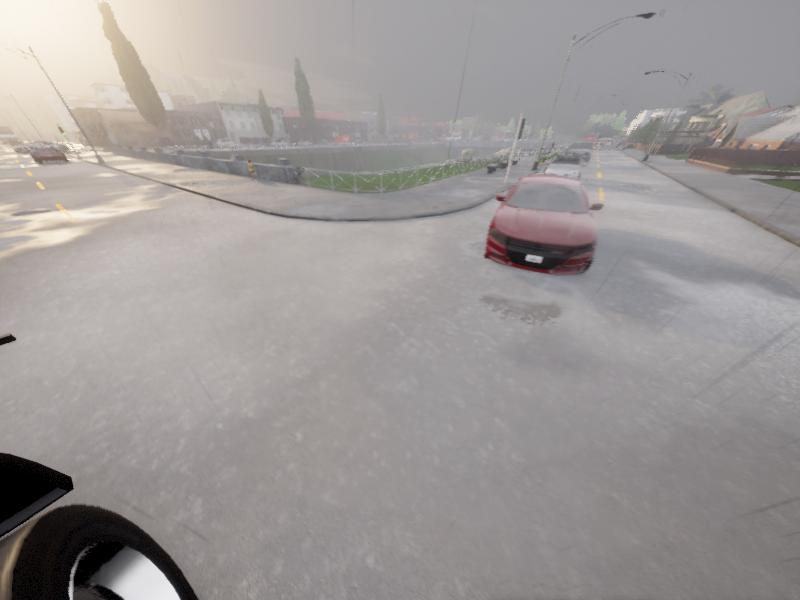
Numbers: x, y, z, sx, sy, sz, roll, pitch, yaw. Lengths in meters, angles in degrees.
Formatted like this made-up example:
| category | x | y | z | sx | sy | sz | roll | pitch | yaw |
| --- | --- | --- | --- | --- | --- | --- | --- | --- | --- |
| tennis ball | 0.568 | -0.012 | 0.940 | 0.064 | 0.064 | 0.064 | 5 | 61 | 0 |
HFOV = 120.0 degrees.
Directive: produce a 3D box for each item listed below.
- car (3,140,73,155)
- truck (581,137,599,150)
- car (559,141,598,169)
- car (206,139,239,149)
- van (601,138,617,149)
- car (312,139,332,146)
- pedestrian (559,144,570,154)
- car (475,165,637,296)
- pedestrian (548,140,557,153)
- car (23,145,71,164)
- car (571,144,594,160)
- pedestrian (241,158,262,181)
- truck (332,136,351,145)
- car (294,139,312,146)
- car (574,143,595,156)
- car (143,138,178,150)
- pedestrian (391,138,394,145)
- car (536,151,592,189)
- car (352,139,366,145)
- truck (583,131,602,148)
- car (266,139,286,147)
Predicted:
| category | x | y | z | sx | sy | sz | roll | pitch | yaw |
| --- | --- | --- | --- | --- | --- | --- | --- | --- | --- |
| car | -51.021 | -21.657 | 32.782 | 2.038 | 1.542 | 4.974 | 4 | 36 | 4 |
| truck | 46.197 | -38.033 | 56.075 | 2.627 | 2.467 | 5.204 | 22 | 41 | 28 |
| car | 17.647 | -14.436 | 22.747 | 2.150 | 2.045 | 5.566 | 23 | 41 | 29 |
| car | -38.679 | -34.129 | 50.495 | 2.152 | 1.651 | 5.027 | 22 | 41 | 28 |
| van | 57.620 | -43.360 | 63.760 | 2.351 | 2.431 | 6.366 | 22 | 41 | 28 |
| car | -23.093 | -46.930 | 68.761 | 1.930 | 1.638 | 5.238 | 22 | 41 | 28 |
| pedestrian | 26.463 | -24.249 | 37.156 | 0.751 | 1.300 | 0.751 | -26 | 43 | -32 |
| car | 3.506 | -2.221 | 5.750 | 1.882 | 1.535 | 5.008 | 16 | 38 | 22 |
| pedestrian | 26.448 | -26.648 | 40.071 | 0.751 | 1.860 | 0.751 | 14 | 37 | 18 |
| car | -35.718 | -14.799 | 23.356 | 4.181 | 1.385 | 1.994 | 22 | 41 | 28 |
| car | 24.612 | -19.981 | 31.049 | 1.851 | 1.617 | 3.988 | 22 | 41 | 28 |
| pedestrian | -8.488 | -7.480 | 13.232 | 0.500 | 1.100 | 0.500 | 22 | 41 | 28 |
| truck | -18.683 | -50.888 | 73.686 | 2.627 | 2.467 | 5.204 | 22 | 41 | 28 |
| car | -26.902 | -43.793 | 64.310 | 1.851 | 1.617 | 3.988 | 22 | 41 | 28 |
| car | 29.518 | -23.973 | 36.814 | 2.038 | 1.542 | 4.974 | 22 | 41 | 28 |
| car | -44.778 | -29.235 | 43.272 | 1.905 | 1.878 | 3.866 | 22 | 41 | 28 |
| pedestrian | -2.404 | -51.803 | 75.447 | 0.751 | 1.860 | 0.751 | 22 | 41 | 28 |
| car | 10.019 | -7.979 | 13.978 | 2.007 | 1.525 | 4.514 | 22 | 41 | 28 |
| car | -13.960 | -54.370 | 79.506 | 1.837 | 1.490 | 4.892 | 22 | 41 | 28 |
| truck | 54.786 | -45.634 | 65.746 | 2.891 | 3.827 | 8.468 | 22 | 41 | 28 |
| car | -31.555 | -39.975 | 58.858 | 1.851 | 1.617 | 3.988 | 22 | 41 | 28 |
